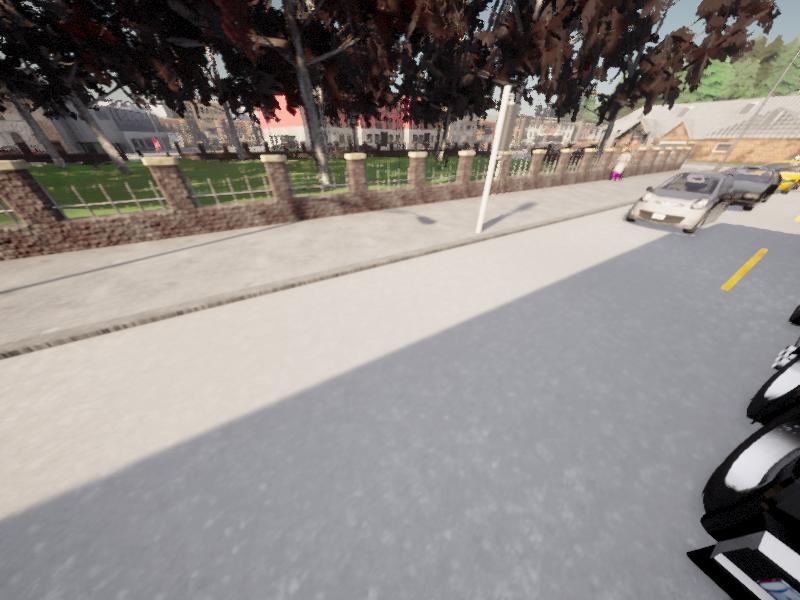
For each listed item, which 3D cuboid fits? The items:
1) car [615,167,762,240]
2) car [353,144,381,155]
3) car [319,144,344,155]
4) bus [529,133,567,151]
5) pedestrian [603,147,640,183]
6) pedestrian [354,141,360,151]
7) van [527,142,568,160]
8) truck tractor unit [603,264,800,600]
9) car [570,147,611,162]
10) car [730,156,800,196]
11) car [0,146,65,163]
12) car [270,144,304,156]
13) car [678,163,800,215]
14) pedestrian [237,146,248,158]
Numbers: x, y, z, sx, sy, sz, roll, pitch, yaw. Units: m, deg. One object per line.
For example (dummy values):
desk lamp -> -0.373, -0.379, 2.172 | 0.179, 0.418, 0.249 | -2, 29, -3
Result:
car -> 9.272, -3.293, 7.504 | 3.633, 1.501, 1.845 | -19, 39, -26
car -> -6.086, -28.033, 42.974 | 4.892, 1.490, 1.837 | -19, 39, -25
car -> -11.916, -26.164, 40.174 | 3.705, 1.549, 1.789 | -18, 39, -24
bus -> 45.223, -48.212, 70.478 | 10.273, 4.253, 3.944 | -18, 39, -24
pedestrian -> 13.759, -8.405, 14.388 | 0.751, 1.860, 0.751 | -18, 39, -25
pedestrian -> -9.279, -33.266, 49.923 | 0.751, 1.860, 0.751 | -21, 40, -27
van -> 22.620, -23.071, 35.632 | 2.069, 2.038, 4.480 | -18, 40, -24
truck tractor unit -> 5.110, -0.300, 0.790 | 6.516, 4.208, 3.053 | -18, 39, -24
car -> 25.725, -19.764, 31.364 | 1.845, 1.501, 3.633 | -18, 39, -24
car -> 21.573, -7.153, 13.136 | 5.366, 1.575, 1.801 | -18, 39, -24
car -> -41.594, -16.478, 26.011 | 3.806, 1.475, 1.970 | -18, 39, -24
car -> -18.143, -24.128, 37.208 | 4.514, 1.525, 2.007 | -18, 39, -24
car -> 15.138, -5.070, 10.238 | 5.357, 1.411, 2.033 | -18, 39, -25
pedestrian -> -21.242, -19.961, 31.155 | 0.751, 1.300, 0.751 | -18, 39, -24
